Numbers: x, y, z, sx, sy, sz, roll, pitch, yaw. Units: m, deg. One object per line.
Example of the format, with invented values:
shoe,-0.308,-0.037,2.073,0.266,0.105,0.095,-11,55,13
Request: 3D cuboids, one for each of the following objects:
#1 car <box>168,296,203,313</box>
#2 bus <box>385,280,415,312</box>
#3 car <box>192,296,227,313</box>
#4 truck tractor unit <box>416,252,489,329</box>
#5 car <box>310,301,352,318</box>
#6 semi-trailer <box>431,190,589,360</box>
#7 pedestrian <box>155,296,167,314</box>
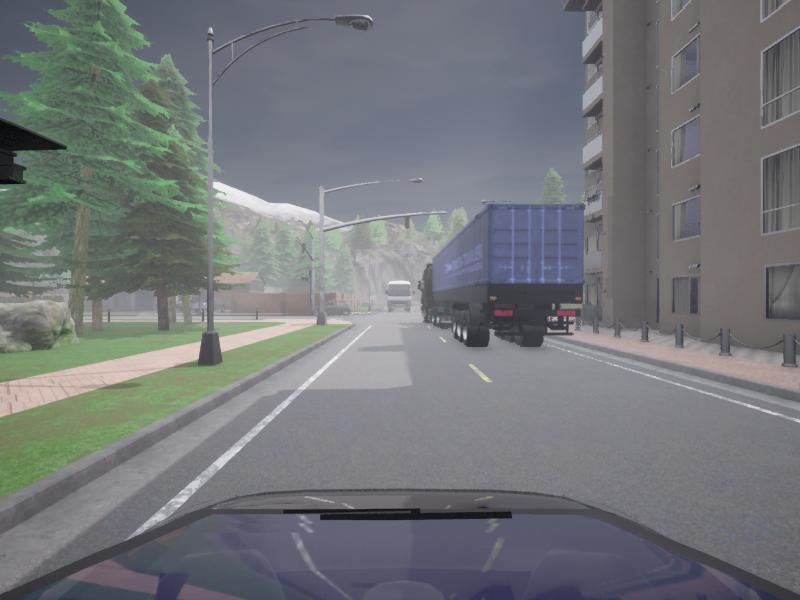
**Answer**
car,-24.091,0.505,45.073,1.905,1.878,3.866,0,0,-1
bus,0.035,-0.534,57.845,3.944,4.253,10.273,0,0,0
car,-21.587,0.503,45.523,1.932,1.855,4.605,0,0,-1
truck tractor unit,3.067,-0.502,25.396,3.053,4.208,6.516,0,0,-7
car,-6.251,0.816,36.555,3.633,1.501,1.845,0,0,-2
semi-trailer,3.416,-0.620,17.490,2.717,4.402,14.254,0,0,-1
pedestrian,-24.370,0.476,40.825,0.751,1.860,0.751,0,0,-5
